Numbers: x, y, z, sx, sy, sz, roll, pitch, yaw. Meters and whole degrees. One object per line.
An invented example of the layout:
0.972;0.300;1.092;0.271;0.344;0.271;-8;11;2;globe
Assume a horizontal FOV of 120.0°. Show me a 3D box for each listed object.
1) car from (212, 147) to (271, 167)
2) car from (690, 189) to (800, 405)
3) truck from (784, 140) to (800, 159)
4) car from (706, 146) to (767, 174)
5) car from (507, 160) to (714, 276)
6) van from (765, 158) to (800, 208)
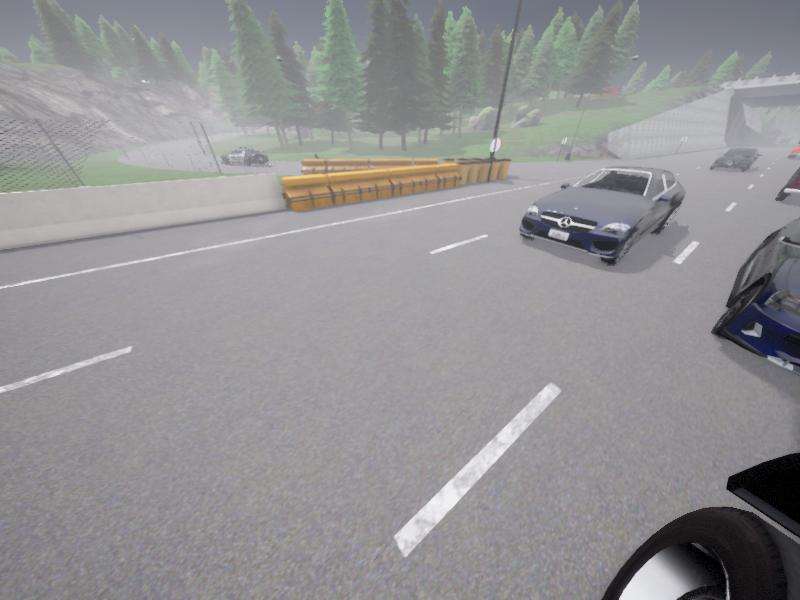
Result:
-15.812;-14.402;23.146;4.974;1.542;2.038;13;37;18;car
6.184;-0.305;2.892;4.856;1.649;2.033;-22;41;-29;car
46.864;-17.383;26.071;5.204;2.467;2.627;-21;40;-29;truck
26.189;-10.960;17.950;4.892;1.490;1.837;-22;41;-28;car
5.459;-2.486;5.984;5.027;1.651;2.152;-22;41;-28;car
17.093;-4.974;9.055;4.480;2.038;2.069;-22;41;-28;van
